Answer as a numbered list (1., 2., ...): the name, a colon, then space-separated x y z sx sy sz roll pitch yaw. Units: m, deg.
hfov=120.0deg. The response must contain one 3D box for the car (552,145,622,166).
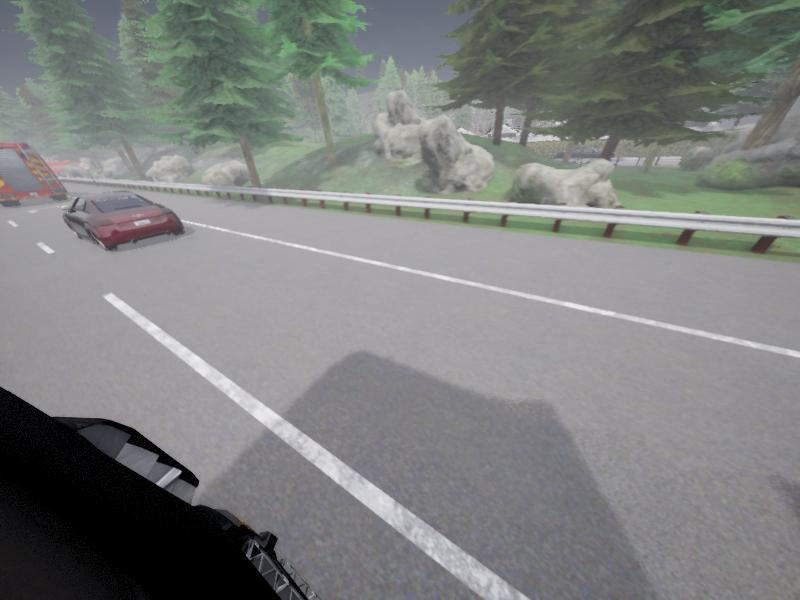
1. car: 18.141 -14.247 22.827 5.008 1.535 1.882 16 38 26

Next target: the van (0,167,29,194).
1. van: -39.241 -11.645 22.511 4.480 2.038 2.069 16 38 25

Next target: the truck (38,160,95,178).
1. truck: -61.924 -24.432 43.026 2.627 2.467 5.204 15 36 25

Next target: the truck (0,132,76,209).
1. truck: -27.043 -8.891 15.858 8.468 3.827 2.891 16 38 26

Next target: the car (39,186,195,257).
1. car: -9.228 -2.777 7.576 4.181 1.385 1.994 16 38 26
